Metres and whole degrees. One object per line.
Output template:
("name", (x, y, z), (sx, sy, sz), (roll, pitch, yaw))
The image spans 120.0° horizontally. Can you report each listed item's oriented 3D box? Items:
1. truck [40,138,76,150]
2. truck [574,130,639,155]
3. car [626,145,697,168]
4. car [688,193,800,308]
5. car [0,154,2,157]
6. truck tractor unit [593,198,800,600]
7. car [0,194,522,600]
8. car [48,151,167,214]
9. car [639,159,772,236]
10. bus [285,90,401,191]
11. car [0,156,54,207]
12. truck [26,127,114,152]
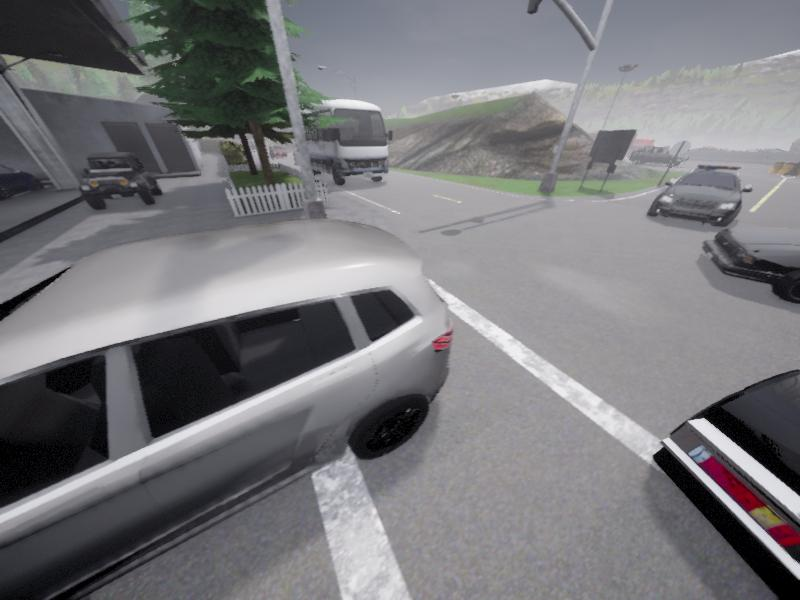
("truck", (-78.554, -36.008, 53.172), (2.390, 2.098, 6.274), (-21, 40, -27))
("truck", (40.985, -31.705, 46.385), (2.891, 3.827, 8.468), (-20, 40, -27))
("car", (28.698, -15.967, 25.588), (1.932, 1.855, 4.605), (-19, 39, -25))
("car", (8.744, -0.335, 3.408), (5.357, 1.411, 2.033), (24, 41, 30))
("car", (-55.955, -19.565, 30.462), (1.816, 1.474, 4.193), (-21, 40, -27))
("truck tractor unit", (5.374, 0.140, 0.226), (6.516, 4.208, 3.053), (-3, 35, -7))
("car", (-1.818, 0.515, 1.748), (4.611, 1.667, 2.242), (-18, 39, -24))
("car", (-12.346, -5.368, 10.210), (1.905, 1.878, 3.866), (-21, 40, -27))
("car", (11.097, -4.013, 8.499), (4.974, 1.542, 2.038), (-28, 43, -31))
("bus", (-4.422, -11.074, 16.317), (3.944, 4.253, 10.273), (-20, 40, -27))
("car", (-19.463, -5.531, 10.685), (2.242, 1.667, 4.611), (-21, 40, -27))
("truck", (-63.013, -30.977, 44.618), (8.468, 3.827, 2.891), (-18, 39, -24))
